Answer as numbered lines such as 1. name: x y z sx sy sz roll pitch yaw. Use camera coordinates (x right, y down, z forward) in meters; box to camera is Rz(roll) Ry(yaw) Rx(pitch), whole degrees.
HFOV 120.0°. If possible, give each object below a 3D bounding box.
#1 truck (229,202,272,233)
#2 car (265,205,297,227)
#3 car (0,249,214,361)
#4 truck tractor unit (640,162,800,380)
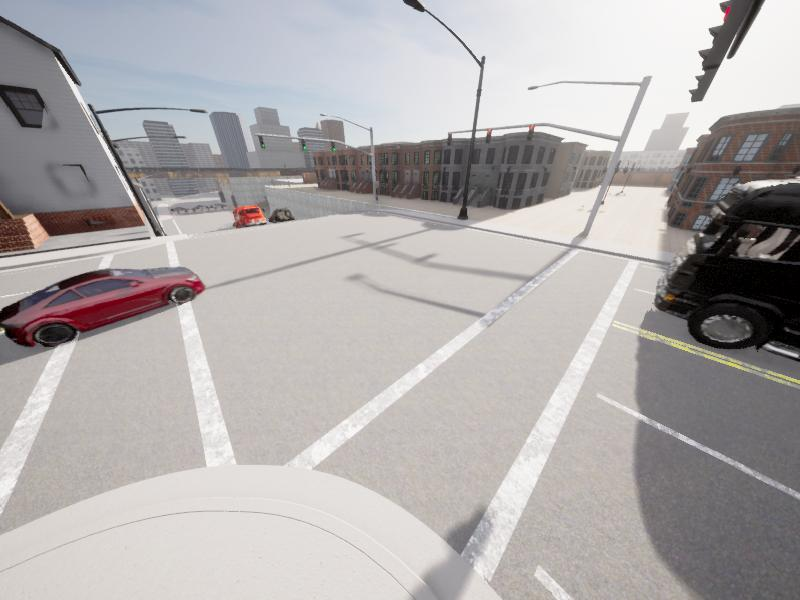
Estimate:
1. truck: -17.447 -9.513 26.844 2.627 2.467 5.204 -27 26 -37
2. car: -15.251 -10.608 29.448 1.932 1.855 4.605 -27 26 -37
3. car: -9.005 -0.236 7.352 1.994 1.385 4.181 20 36 30
4. truck tractor unit: 10.456 -0.336 4.665 3.053 4.208 6.516 -26 39 -37
